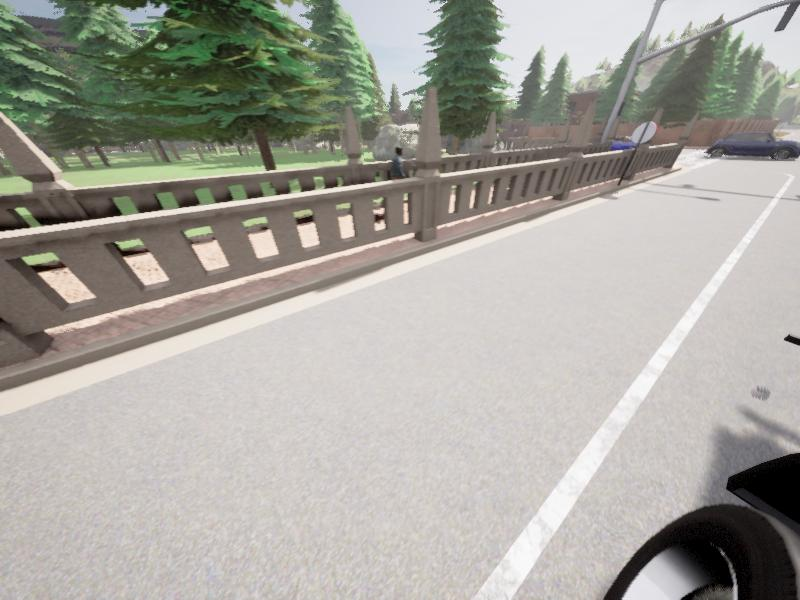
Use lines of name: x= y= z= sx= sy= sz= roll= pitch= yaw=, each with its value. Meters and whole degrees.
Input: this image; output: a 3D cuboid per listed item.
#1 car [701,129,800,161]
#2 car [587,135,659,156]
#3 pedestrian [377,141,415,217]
car: x=26.880 y=-11.765 z=17.483 sx=2.097 sy=1.767 sz=4.553 roll=-28 pitch=44 yaw=-32
car: x=21.828 y=-15.364 z=22.879 sx=2.007 sy=1.525 sz=4.514 roll=-23 pitch=41 yaw=-27
pedestrian: x=-0.095 y=-3.591 z=6.901 sx=0.751 sy=1.860 sz=0.751 roll=-21 pitch=40 yaw=-25
